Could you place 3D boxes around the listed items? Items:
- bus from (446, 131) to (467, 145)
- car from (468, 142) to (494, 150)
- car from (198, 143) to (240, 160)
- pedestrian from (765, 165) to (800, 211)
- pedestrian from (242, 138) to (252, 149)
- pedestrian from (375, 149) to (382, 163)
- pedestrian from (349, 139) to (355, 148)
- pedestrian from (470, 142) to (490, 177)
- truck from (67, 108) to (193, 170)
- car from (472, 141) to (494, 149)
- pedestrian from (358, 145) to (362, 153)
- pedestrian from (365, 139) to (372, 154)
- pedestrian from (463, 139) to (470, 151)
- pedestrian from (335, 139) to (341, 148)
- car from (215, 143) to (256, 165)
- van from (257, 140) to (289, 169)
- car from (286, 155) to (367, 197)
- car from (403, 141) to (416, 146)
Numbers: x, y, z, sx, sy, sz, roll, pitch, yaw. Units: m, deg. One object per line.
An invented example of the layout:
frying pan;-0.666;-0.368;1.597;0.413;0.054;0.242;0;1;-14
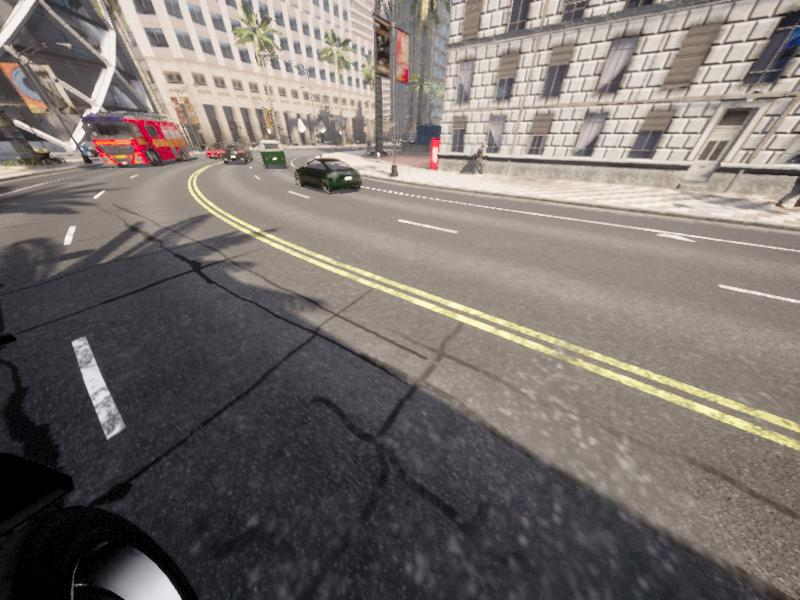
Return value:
bus;22.283;-63.445;90.382;3.944;4.253;10.273;21;40;27
car;19.303;-36.828;55.090;5.357;1.411;2.033;21;40;27
car;-21.445;-17.821;27.694;2.007;1.525;4.514;-5;35;-7
pedestrian;14.182;-4.113;7.935;0.751;1.860;0.751;19;39;24
pedestrian;-30.385;-31.164;45.955;0.751;1.860;0.751;9;36;12
pedestrian;-2.092;-14.153;22.708;0.500;1.100;0.500;-15;38;-21
pedestrian;-11.317;-36.799;54.362;0.751;1.860;0.751;19;39;24
pedestrian;5.158;-9.089;14.922;0.751;1.860;0.751;16;38;21
truck;-23.174;-14.474;20.939;2.891;3.827;8.468;-9;36;-13
car;20.697;-38.788;57.767;4.514;1.525;2.007;22;41;28
pedestrian;-6.226;-23.613;36.093;0.500;1.100;0.500;4;35;5
pedestrian;-4.719;-23.185;34.839;0.751;1.860;0.751;5;35;7
pedestrian;12.917;-30.002;44.647;0.751;1.860;0.751;23;41;29
pedestrian;-14.965;-37.749;55.681;0.751;1.860;0.751;21;40;26
car;-16.769;-15.139;23.844;2.152;1.651;5.027;-11;37;-16
van;-11.458;-13.128;20.717;1.775;1.987;4.442;-16;39;-22
car;-3.859;-6.603;12.057;4.181;1.385;1.994;30;45;35
car;2.970;-49.190;72.573;1.895;1.301;4.718;21;40;27
